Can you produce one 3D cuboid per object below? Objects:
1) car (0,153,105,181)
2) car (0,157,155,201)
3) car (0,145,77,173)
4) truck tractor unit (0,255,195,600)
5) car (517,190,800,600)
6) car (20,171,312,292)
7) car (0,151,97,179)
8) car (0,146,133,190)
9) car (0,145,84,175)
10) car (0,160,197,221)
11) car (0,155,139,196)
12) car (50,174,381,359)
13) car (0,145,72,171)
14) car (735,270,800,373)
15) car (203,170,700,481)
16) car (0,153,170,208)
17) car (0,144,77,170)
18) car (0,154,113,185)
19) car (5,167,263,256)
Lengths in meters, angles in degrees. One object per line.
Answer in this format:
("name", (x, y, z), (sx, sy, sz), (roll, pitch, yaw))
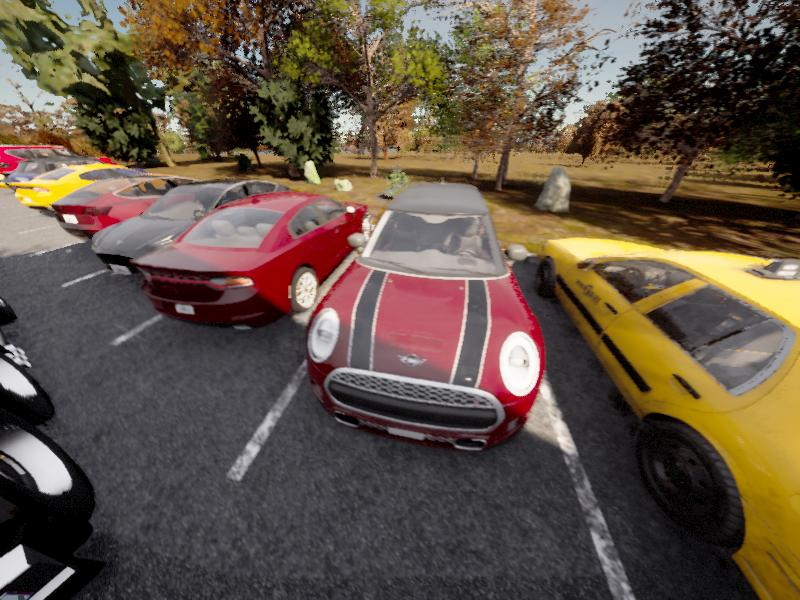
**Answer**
("car", (-27.134, -10.364, 17.830), (2.163, 1.488, 4.792), (7, 35, 11))
("car", (-17.177, -6.697, 12.430), (2.231, 1.521, 4.892), (7, 35, 11))
("car", (-34.629, -13.262, 21.605), (1.878, 1.987, 4.442), (8, 35, 11))
("truck tractor unit", (-5.095, -0.317, 0.801), (6.516, 4.208, 3.053), (19, 39, 25))
("car", (3.047, 0.215, 2.336), (1.946, 1.575, 5.366), (6, 35, 9))
("car", (-4.617, -2.207, 5.928), (2.163, 1.488, 4.792), (7, 35, 9))
("car", (-29.668, -11.194, 18.982), (1.946, 1.575, 5.366), (8, 35, 11))
("car", (-22.155, -8.752, 14.982), (2.435, 2.045, 5.566), (7, 35, 11))
("car", (-32.138, -12.340, 20.259), (1.878, 1.987, 4.442), (8, 35, 11))
("car", (-12.176, -4.893, 9.795), (2.097, 1.535, 5.008), (7, 35, 10))
("car", (-19.704, -7.513, 13.611), (1.946, 1.575, 5.366), (8, 35, 11))
("car", (-2.085, -1.381, 4.670), (2.097, 1.535, 5.008), (6, 35, 9))
("car", (-37.120, -14.184, 22.950), (1.878, 1.987, 4.442), (8, 35, 11))
("car", (5.571, 1.072, 0.865), (2.185, 1.767, 4.553), (6, 34, 8))
("car", (0.474, -0.648, 3.379), (2.185, 1.767, 4.553), (7, 35, 9))
("car", (-14.683, -5.883, 11.017), (2.185, 1.767, 4.553), (7, 35, 11))
("car", (-39.580, -15.209, 24.401), (2.435, 2.045, 5.566), (7, 35, 11))
("car", (-24.651, -9.409, 16.436), (2.163, 1.488, 4.792), (8, 35, 11))
("car", (-7.140, -3.118, 7.258), (2.163, 1.488, 4.792), (7, 35, 10))
